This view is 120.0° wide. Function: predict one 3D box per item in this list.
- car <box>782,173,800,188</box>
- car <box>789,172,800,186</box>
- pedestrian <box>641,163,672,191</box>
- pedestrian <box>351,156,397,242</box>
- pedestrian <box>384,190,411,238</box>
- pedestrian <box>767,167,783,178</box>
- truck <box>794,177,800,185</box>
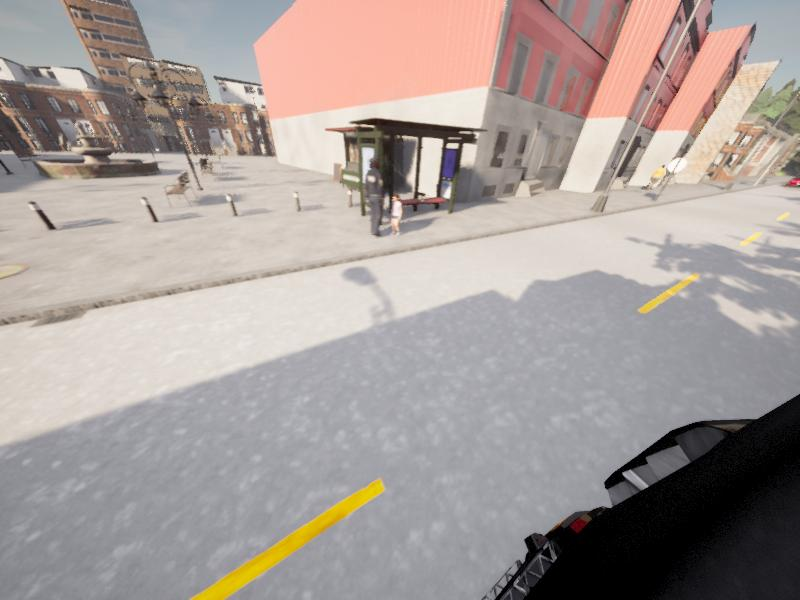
[{"bbox_3d":[51.751,-15.293,29.635,4.514,1.525,2.007,-16,38,-26],"label":"car"},{"bbox_3d":[58.843,-17.537,33.091,5.566,2.045,2.150,-16,38,-26],"label":"car"},{"bbox_3d":[20.248,-9.688,18.263,0.751,1.860,0.751,-15,37,-25],"label":"pedestrian"},{"bbox_3d":[-0.646,-2.556,5.896,0.751,1.860,0.751,27,40,32],"label":"pedestrian"},{"bbox_3d":[-0.095,-2.355,6.324,0.500,1.100,0.500,-22,41,-33],"label":"pedestrian"},{"bbox_3d":[76.197,-25.824,46.884,0.751,1.860,0.751,-10,36,-19],"label":"pedestrian"},{"bbox_3d":[68.236,-20.195,37.830,5.204,2.467,2.627,-16,38,-26],"label":"truck"}]
